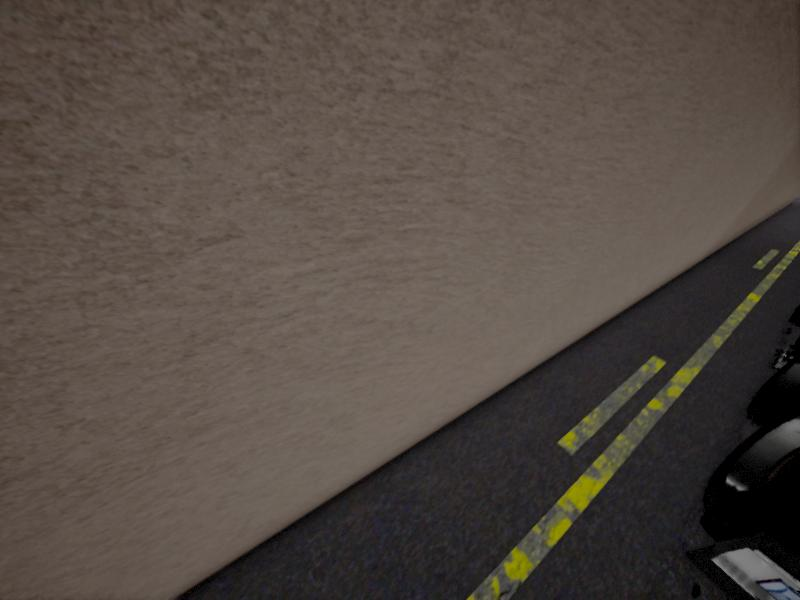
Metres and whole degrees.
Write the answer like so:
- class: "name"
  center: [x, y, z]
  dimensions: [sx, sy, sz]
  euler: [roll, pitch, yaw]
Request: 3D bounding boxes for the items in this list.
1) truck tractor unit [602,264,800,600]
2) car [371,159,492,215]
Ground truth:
- class: "truck tractor unit"
  center: [5.108, -0.303, 0.788]
  dimensions: [6.516, 4.208, 3.053]
  euler: [-18, 39, -24]
- class: "car"
  center: [1.330, -4.892, 9.724]
  dimensions: [4.514, 1.525, 2.007]
  euler: [-18, 39, -24]
